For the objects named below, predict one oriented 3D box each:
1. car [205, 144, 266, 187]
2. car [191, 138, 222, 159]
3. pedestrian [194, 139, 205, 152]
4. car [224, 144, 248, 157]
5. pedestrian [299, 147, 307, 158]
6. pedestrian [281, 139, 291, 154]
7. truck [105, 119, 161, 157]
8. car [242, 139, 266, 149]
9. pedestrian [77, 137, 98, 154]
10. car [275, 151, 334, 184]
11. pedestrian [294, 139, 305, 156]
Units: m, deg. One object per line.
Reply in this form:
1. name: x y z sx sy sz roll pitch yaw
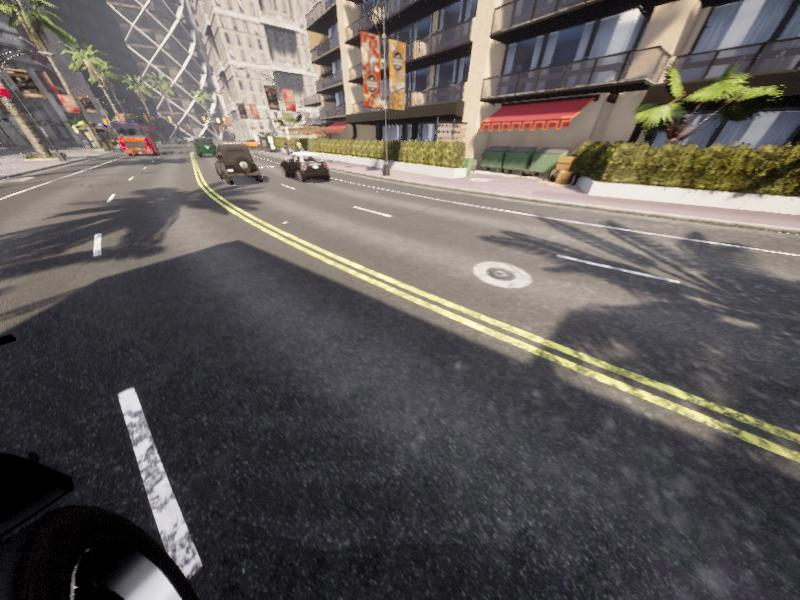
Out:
1. car: -9.894 -8.216 13.888 1.905 1.878 3.866 -25 43 -32
2. car: -25.419 -19.926 30.242 2.150 2.045 5.566 -24 42 -31
3. pedestrian: -34.179 -26.370 39.434 0.751 1.860 0.751 -19 39 -25
4. car: -23.830 -21.732 33.502 1.895 1.301 4.718 -23 41 -30
5. pedestrian: -11.813 -17.976 28.187 0.500 1.100 0.500 -21 40 -28
6. pedestrian: -17.188 -23.168 34.859 0.751 1.860 0.751 -24 42 -30
7. truck: -35.966 -22.086 31.614 2.891 3.827 8.468 -23 41 -30
8. car: -34.380 -36.843 54.497 4.553 1.767 2.097 -17 39 -23
9. pedestrian: -42.425 -21.011 31.382 0.751 1.860 0.751 -13 37 -19
10. car: -6.221 -8.653 14.932 1.970 1.475 3.806 -27 43 -33
11. pedestrian: -13.329 -20.262 30.766 0.751 1.860 0.751 -24 42 -31
